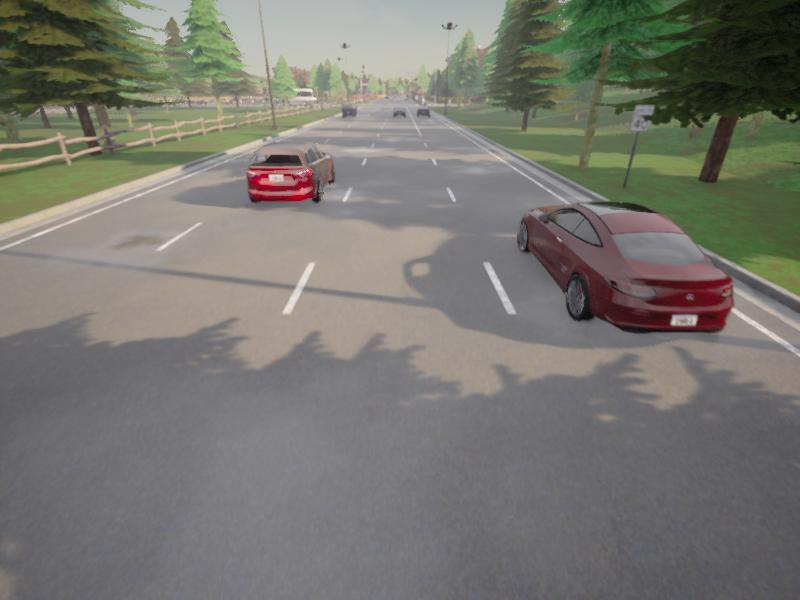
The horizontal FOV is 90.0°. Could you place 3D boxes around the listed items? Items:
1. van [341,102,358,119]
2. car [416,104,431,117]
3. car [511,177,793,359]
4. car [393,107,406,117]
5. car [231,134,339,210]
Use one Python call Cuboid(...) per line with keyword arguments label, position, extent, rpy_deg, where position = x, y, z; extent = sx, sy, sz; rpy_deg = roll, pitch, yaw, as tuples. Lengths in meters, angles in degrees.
Cuboid(label="van", position=(-7.069, -26.844, 56.530), extent=(1.775, 1.987, 4.442), rpy_deg=(0, 27, 0))
Cuboid(label="car", position=(3.427, -28.353, 59.828), extent=(1.930, 1.638, 5.238), rpy_deg=(0, 28, 0))
Cuboid(label="car", position=(3.489, -0.953, 6.880), extent=(1.812, 1.442, 4.674), rpy_deg=(0, 27, 0))
Cuboid(label="car", position=(-0.072, -28.077, 59.672), extent=(1.895, 1.301, 4.718), rpy_deg=(0, 27, 0))
Cuboid(label="car", position=(-3.530, -4.460, 13.441), extent=(2.242, 1.667, 4.611), rpy_deg=(0, 27, 0))
